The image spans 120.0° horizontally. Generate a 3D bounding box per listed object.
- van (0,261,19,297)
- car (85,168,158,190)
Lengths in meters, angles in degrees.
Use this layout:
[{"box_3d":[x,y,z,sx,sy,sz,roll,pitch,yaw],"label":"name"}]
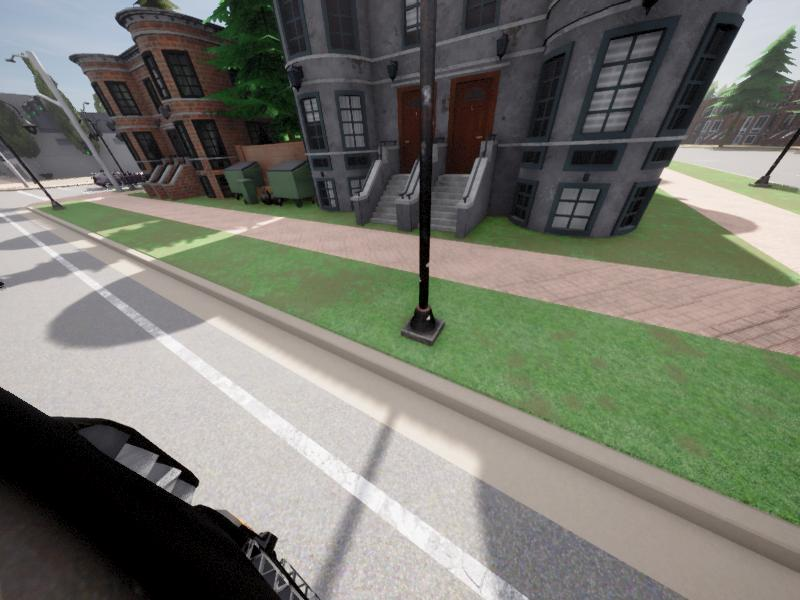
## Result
[{"box_3d":[-10.409,-1.116,4.643,4.442,1.987,1.775,16,38,26],"label":"van"},{"box_3d":[-27.793,-12.256,23.233,1.816,1.474,4.193,16,38,26],"label":"car"}]
